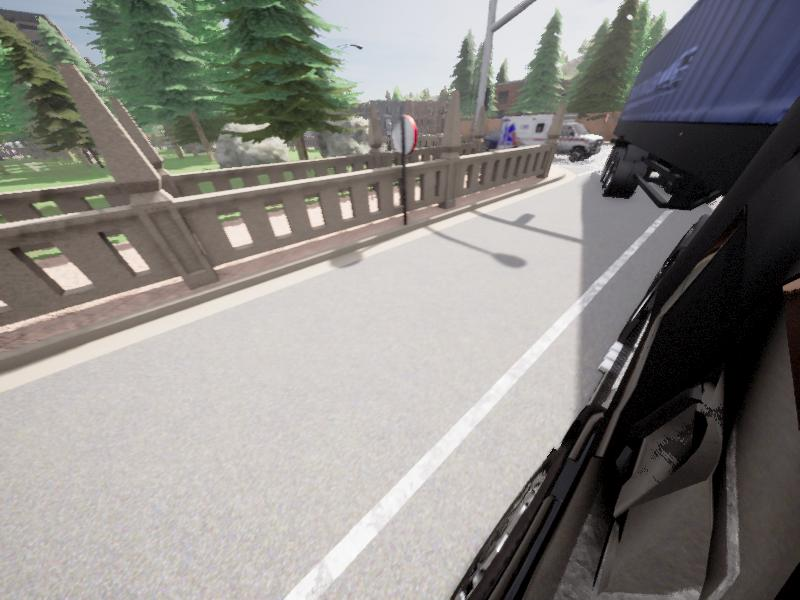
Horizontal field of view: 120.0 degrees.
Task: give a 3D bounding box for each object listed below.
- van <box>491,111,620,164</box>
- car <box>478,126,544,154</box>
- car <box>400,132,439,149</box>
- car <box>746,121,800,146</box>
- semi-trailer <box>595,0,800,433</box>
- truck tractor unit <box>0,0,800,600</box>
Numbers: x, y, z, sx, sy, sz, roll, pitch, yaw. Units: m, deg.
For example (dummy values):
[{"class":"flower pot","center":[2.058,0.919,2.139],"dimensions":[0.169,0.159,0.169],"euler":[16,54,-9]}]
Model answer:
[{"class":"van","center":[9.870,-10.940,15.566],"dimensions":[2.351,2.431,6.366],"euler":[-27,43,-29]},{"class":"car","center":[9.658,-14.204,20.449],"dimensions":[2.097,1.767,4.553],"euler":[-28,44,-30]},{"class":"car","center":[2.244,-19.272,27.870],"dimensions":[2.007,1.525,4.514],"euler":[-28,44,-29]},{"class":"car","center":[29.491,-13.142,18.170],"dimensions":[4.181,1.385,1.994],"euler":[-28,44,-29]},{"class":"semi-trailer","center":[7.305,-4.303,5.225],"dimensions":[2.717,4.402,14.254],"euler":[20,42,26]},{"class":"truck tractor unit","center":[2.645,-0.295,0.352],"dimensions":[6.516,4.208,3.053],"euler":[-28,44,-30]}]
